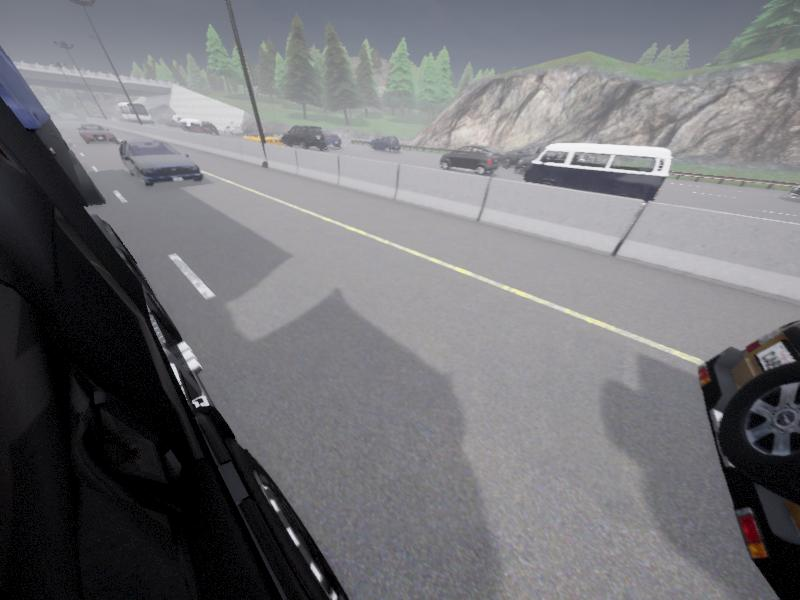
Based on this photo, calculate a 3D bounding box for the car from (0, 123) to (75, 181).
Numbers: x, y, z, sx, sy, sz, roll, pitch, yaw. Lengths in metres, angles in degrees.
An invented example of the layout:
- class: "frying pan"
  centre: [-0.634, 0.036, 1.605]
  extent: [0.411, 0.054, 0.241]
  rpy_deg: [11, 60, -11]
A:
- class: "car"
  centre: [-16.278, -6.453, 9.889]
  extent: [4.856, 1.649, 2.033]
  rpy_deg: [28, 43, 30]

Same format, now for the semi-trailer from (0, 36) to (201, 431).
- class: "semi-trailer"
  centre: [-8.663, -3.627, 4.264]
  extent: [14.254, 4.402, 2.717]
  rpy_deg: [29, 44, 30]

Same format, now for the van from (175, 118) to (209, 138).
- class: "van"
  centre: [-29.885, -24.710, 33.202]
  extent: [4.480, 2.038, 2.069]
  rpy_deg: [28, 43, 30]

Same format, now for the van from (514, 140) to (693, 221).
- class: "van"
  centre: [7.427, -4.907, 9.095]
  extent: [4.480, 2.038, 2.069]
  rpy_deg: [28, 43, 30]

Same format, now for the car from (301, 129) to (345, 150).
- class: "car"
  centre: [-9.055, -18.914, 27.182]
  extent: [5.027, 1.651, 2.152]
  rpy_deg: [28, 43, 30]

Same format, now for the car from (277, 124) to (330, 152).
- class: "car"
  centre: [-10.025, -16.887, 24.028]
  extent: [5.566, 2.045, 2.150]
  rpy_deg: [28, 43, 30]

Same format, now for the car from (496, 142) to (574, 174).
- class: "car"
  centre: [10.472, -11.286, 18.212]
  extent: [4.611, 1.667, 2.242]
  rpy_deg: [28, 43, 30]

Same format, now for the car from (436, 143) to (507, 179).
- class: "car"
  centre: [4.446, -9.006, 14.820]
  extent: [3.705, 1.549, 1.789]
  rpy_deg: [28, 43, 30]

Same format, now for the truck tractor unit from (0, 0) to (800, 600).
- class: "truck tractor unit"
  centre: [-2.645, -0.295, 0.352]
  extent: [6.516, 4.208, 3.053]
  rpy_deg: [28, 44, 30]

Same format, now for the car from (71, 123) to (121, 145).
- class: "car"
  centre: [-27.056, -14.780, 20.581]
  extent: [4.181, 1.385, 1.994]
  rpy_deg: [28, 43, 30]

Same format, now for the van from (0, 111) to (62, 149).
- class: "van"
  centre: [-27.338, -12.491, 16.913]
  extent: [4.480, 2.038, 2.069]
  rpy_deg: [28, 43, 30]

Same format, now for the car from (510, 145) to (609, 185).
- class: "car"
  centre: [10.050, -8.796, 14.829]
  extent: [4.611, 1.667, 2.242]
  rpy_deg: [28, 43, 30]

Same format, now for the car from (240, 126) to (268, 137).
- class: "car"
  centre: [-26.819, -30.965, 42.387]
  extent: [5.357, 1.411, 2.033]
  rpy_deg: [28, 43, 30]

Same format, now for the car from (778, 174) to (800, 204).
- class: "car"
  centre: [22.363, -4.911, 10.577]
  extent: [4.902, 1.511, 2.128]
  rpy_deg: [28, 43, 30]

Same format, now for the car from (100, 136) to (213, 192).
- class: "car"
  centre: [-10.409, -5.955, 9.819]
  extent: [5.357, 1.411, 2.033]
  rpy_deg: [28, 43, 30]

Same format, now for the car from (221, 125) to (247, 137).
- class: "car"
  centre: [-28.764, -29.300, 39.966]
  extent: [4.674, 1.442, 1.812]
  rpy_deg: [28, 43, 30]

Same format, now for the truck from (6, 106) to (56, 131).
- class: "truck"
  centre: [-49.979, -24.684, 31.421]
  extent: [5.204, 2.467, 2.627]
  rpy_deg: [28, 43, 30]

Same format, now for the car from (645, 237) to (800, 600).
- class: "car"
  centre: [4.016, 1.500, 0.363]
  extent: [4.605, 1.855, 1.932]
  rpy_deg: [28, 43, 30]

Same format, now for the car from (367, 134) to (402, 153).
- class: "car"
  centre: [-1.762, -17.723, 26.160]
  extent: [3.633, 1.501, 1.845]
  rpy_deg: [28, 43, 30]

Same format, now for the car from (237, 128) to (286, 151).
- class: "car"
  centre: [-13.825, -15.995, 22.956]
  extent: [5.366, 1.575, 1.801]
  rpy_deg: [28, 43, 30]

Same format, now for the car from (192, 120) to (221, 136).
- class: "car"
  centre: [-32.156, -28.563, 38.374]
  extent: [4.605, 1.855, 1.932]
  rpy_deg: [28, 43, 30]

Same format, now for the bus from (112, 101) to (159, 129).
- class: "bus"
  centre: [-57.868, -40.374, 50.524]
  extent: [10.273, 4.253, 3.944]
  rpy_deg: [28, 43, 30]
